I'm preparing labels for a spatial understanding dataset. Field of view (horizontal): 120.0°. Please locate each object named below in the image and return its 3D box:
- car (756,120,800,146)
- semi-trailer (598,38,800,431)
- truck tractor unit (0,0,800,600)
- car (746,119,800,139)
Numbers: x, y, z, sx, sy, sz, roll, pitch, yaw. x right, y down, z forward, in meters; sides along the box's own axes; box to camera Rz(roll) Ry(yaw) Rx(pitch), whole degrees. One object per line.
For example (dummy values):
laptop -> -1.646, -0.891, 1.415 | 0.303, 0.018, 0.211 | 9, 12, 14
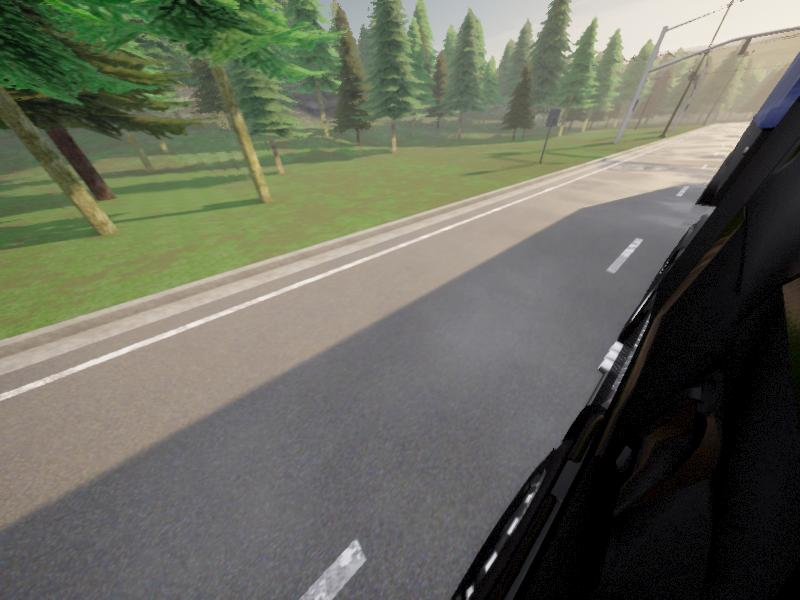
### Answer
car -> 30.898, -13.243, 18.244 | 3.705, 1.549, 1.789 | -18, 39, -20
semi-trailer -> 8.695, -3.595, 4.249 | 14.254, 4.402, 2.717 | -28, 43, -30
truck tractor unit -> 2.645, -0.295, 0.352 | 6.516, 4.208, 3.053 | -28, 44, -30
car -> 38.616, -17.292, 23.304 | 4.674, 1.442, 1.812 | -9, 37, -8
